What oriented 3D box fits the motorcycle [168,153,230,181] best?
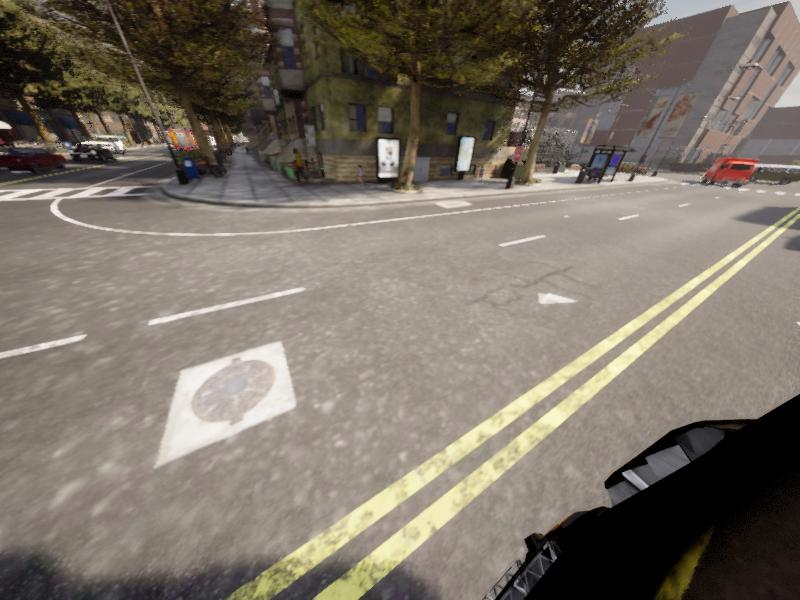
[{"bbox_3d":[-11.830,-7.908,13.731,0.764,1.277,2.356,10,33,29],"label":"motorcycle"}]

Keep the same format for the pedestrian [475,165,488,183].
[{"bbox_3d":[6.061,-9.355,17.156,0.500,1.100,0.500,-16,38,-25],"label":"pedestrian"}]

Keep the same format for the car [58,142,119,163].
[{"bbox_3d":[-28.642,-13.717,21.473,1.970,1.475,3.806,-16,38,-26],"label":"car"}]

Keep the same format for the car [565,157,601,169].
[{"bbox_3d":[34.494,-25.919,43.697,2.097,1.767,4.553,-16,38,-25],"label":"car"}]

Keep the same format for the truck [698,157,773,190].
[{"bbox_3d":[33.291,-12.843,23.271,2.627,2.467,5.204,28,41,31],"label":"truck"}]

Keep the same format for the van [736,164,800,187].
[{"bbox_3d":[45.306,-15.186,27.976,2.069,2.038,4.480,-16,37,-25],"label":"van"}]

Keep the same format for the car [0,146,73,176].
[{"bbox_3d":[-23.892,-8.927,14.712,1.895,1.301,4.718,-16,38,-26],"label":"car"}]

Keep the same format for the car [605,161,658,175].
[{"bbox_3d":[35.788,-20.556,35.879,1.801,1.575,5.366,-15,37,-25],"label":"car"}]

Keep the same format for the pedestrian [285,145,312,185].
[{"bbox_3d":[-5.654,-7.528,12.951,0.751,1.860,0.751,9,34,10],"label":"pedestrian"}]

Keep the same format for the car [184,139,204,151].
[{"bbox_3d":[-44.798,-33.825,50.268,2.150,2.045,5.566,-16,38,-26],"label":"car"}]

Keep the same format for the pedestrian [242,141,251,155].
[{"bbox_3d":[-25.536,-25.318,38.521,0.751,1.860,0.751,-17,38,-27],"label":"pedestrian"}]

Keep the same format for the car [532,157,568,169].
[{"bbox_3d":[27.692,-25.470,42.813,2.097,1.535,5.008,-16,38,-26],"label":"car"}]

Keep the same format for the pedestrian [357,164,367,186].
[{"bbox_3d":[-2.226,-7.343,13.581,0.500,1.100,0.500,-3,34,-9],"label":"pedestrian"}]

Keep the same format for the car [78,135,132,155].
[{"bbox_3d":[-38.575,-20.424,30.445,2.435,2.045,5.566,-16,38,-26],"label":"car"}]

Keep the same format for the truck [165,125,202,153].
[{"bbox_3d":[-40.056,-29.936,43.094,2.891,3.827,8.468,-16,38,-26],"label":"truck"}]

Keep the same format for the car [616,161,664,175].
[{"bbox_3d":[38.814,-21.464,37.511,2.128,1.511,4.902,-16,38,-25],"label":"car"}]

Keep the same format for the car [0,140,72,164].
[{"bbox_3d":[-32.024,-12.921,20.067,2.231,1.521,4.892,-16,38,-26],"label":"car"}]
